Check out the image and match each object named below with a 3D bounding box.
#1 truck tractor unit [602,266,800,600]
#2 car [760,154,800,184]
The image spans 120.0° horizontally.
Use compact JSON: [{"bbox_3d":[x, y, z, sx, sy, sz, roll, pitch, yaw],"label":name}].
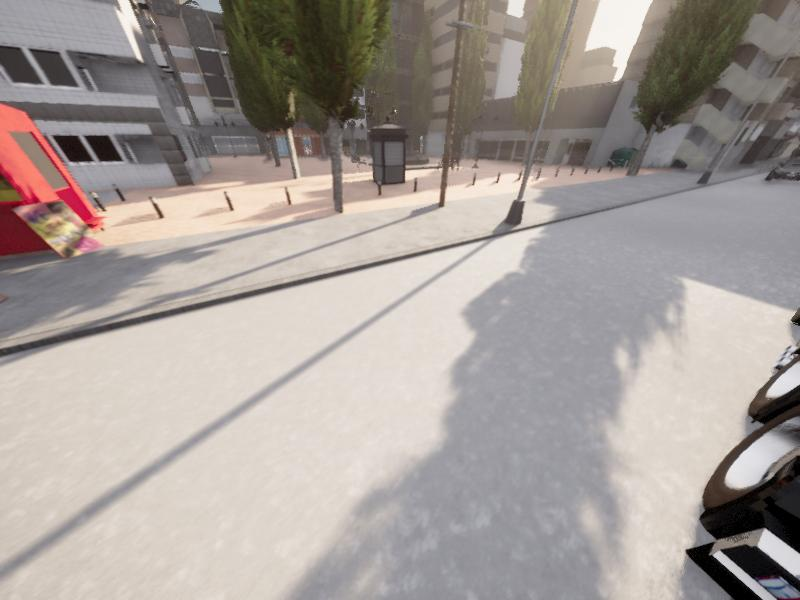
[{"bbox_3d":[5.116,-0.295,0.782,6.516,4.208,3.053,-18,39,-24],"label":"truck tractor unit"},{"bbox_3d":[27.713,-9.097,15.975,4.514,1.525,2.007,-18,39,-24],"label":"car"}]
